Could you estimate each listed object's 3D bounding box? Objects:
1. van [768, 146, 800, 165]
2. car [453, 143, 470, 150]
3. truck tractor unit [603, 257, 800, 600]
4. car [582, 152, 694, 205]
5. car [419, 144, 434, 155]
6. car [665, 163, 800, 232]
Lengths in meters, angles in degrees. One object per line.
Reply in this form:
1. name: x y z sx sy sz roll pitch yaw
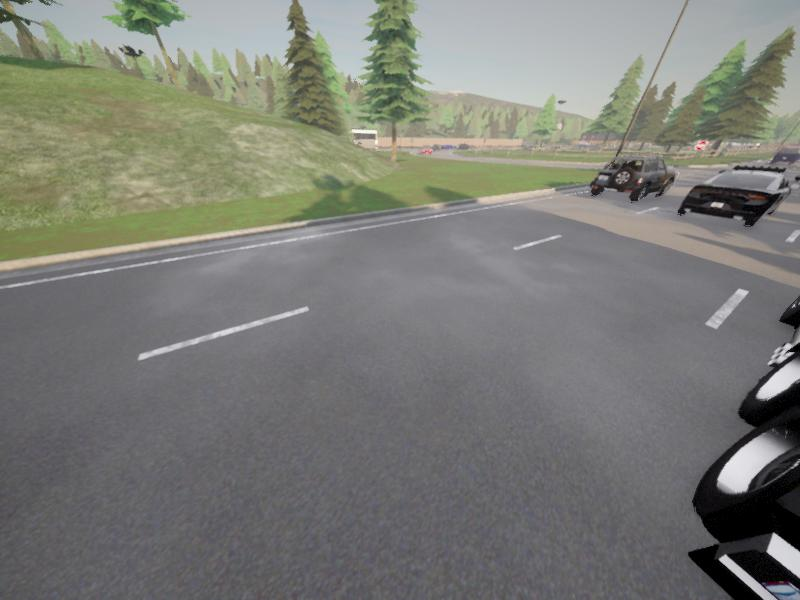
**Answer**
1. van: 51.169 -19.000 30.361 4.442 1.987 1.775 -18 39 -25
2. car: 18.457 -46.062 69.286 4.605 1.855 1.932 -18 39 -25
3. truck tractor unit: 5.119 -0.293 0.796 6.516 4.208 3.053 -18 40 -25
4. car: 11.538 -6.039 11.268 4.605 1.855 1.932 -18 39 -25
5. car: 5.117 -29.437 45.255 2.242 1.667 4.611 -1 35 -1
6. car: 12.604 -3.985 8.518 5.238 1.638 1.930 -18 39 -25
